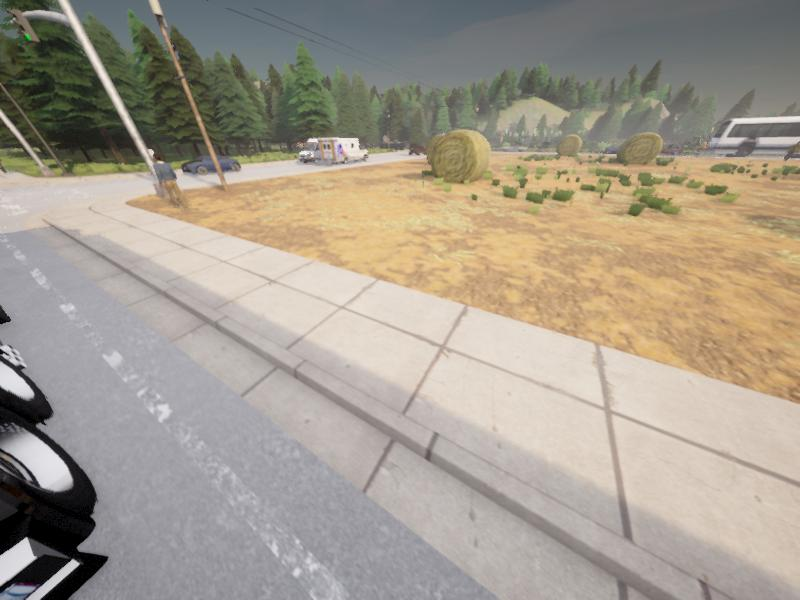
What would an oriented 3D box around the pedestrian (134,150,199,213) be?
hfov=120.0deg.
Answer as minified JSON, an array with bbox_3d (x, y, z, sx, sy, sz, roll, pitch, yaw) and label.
[{"bbox_3d":[-8.173,-4.183,8.165,0.751,1.860,0.751,20,40,27],"label":"pedestrian"}]

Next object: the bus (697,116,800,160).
[{"bbox_3d":[46.365,-20.042,28.668,10.273,4.253,3.944,20,40,27],"label":"bus"}]

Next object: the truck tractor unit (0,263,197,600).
[{"bbox_3d":[-5.108,-0.304,0.779,6.516,4.208,3.053,18,39,24],"label":"truck tractor unit"}]

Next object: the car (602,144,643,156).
[{"bbox_3d":[34.501,-23.346,35.956,4.193,1.474,1.816,21,40,27],"label":"car"}]

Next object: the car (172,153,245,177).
[{"bbox_3d":[-16.013,-11.534,19.590,1.994,1.385,4.181,19,39,25],"label":"car"}]

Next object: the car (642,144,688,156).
[{"bbox_3d":[40.964,-23.305,35.836,4.193,1.474,1.816,21,40,27],"label":"car"}]

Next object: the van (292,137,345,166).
[{"bbox_3d":[-9.616,-18.119,27.966,1.988,2.561,5.915,19,40,25],"label":"van"}]

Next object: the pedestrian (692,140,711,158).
[{"bbox_3d":[37.863,-19.008,29.039,0.751,1.860,0.751,-29,44,-35],"label":"pedestrian"}]

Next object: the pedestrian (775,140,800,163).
[{"bbox_3d":[38.164,-14.452,22.482,0.751,1.860,0.751,-10,36,-13],"label":"pedestrian"}]

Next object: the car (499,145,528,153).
[{"bbox_3d":[22.564,-30.201,46.081,4.718,1.301,1.895,21,40,27],"label":"car"}]

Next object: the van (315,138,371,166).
[{"bbox_3d":[-6.320,-17.329,26.907,2.351,2.431,6.366,19,39,25],"label":"van"}]

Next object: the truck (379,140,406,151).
[{"bbox_3d":[-1.806,-37.287,55.798,6.274,2.098,2.390,22,40,29],"label":"truck"}]
